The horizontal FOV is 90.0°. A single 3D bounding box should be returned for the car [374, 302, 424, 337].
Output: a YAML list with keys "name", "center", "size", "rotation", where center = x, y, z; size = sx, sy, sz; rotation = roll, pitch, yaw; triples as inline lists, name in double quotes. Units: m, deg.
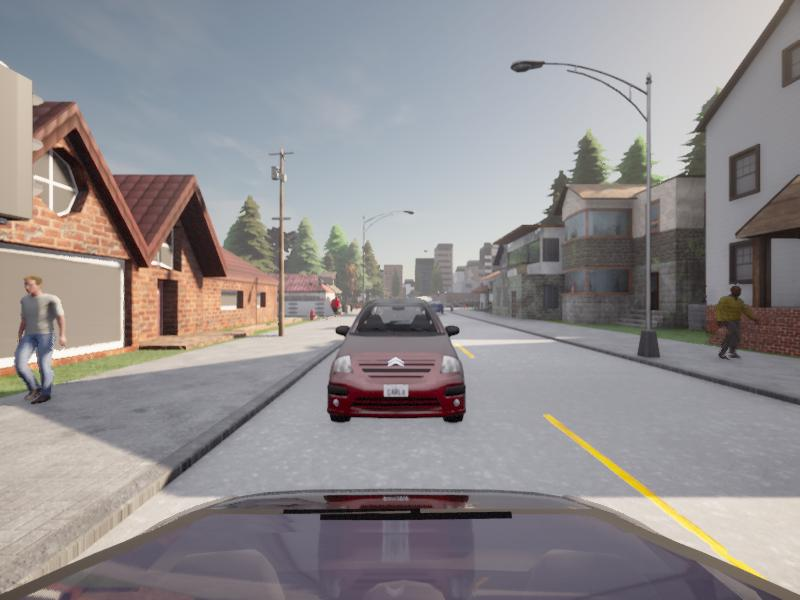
- name: "car"
  center: [-0.034, 0.845, 19.556]
  size: [2.163, 1.488, 4.792]
  rotation: [0, 0, 0]

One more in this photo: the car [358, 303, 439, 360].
- name: "car"
  center: [-0.035, 0.847, 13.090]
  size: [2.163, 1.488, 4.792]
  rotation: [0, 0, 0]

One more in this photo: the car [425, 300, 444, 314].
- name: "car"
  center: [3.975, 0.810, 46.928]
  size: [1.882, 1.535, 5.008]
  rotation: [0, 0, 0]

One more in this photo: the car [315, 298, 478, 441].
- name: "car"
  center: [-0.037, 0.786, 6.527]
  size: [1.851, 1.617, 3.988]
  rotation: [0, 0, 0]

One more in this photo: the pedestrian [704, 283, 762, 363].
- name: "pedestrian"
  center: [7.986, 0.533, 9.629]
  size: [0.751, 1.860, 0.751]
  rotation: [0, 0, -4]

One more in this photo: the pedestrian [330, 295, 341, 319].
- name: "pedestrian"
  center: [-5.043, 0.521, 31.248]
  size: [0.751, 1.860, 0.751]
  rotation: [0, 0, 2]

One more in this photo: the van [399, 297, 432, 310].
- name: "van"
  center: [3.042, 0.570, 78.091]
  size: [6.366, 2.431, 2.351]
  rotation: [0, 0, -39]

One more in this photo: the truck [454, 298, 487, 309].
- name: "truck"
  center: [14.123, 0.740, 80.220]
  size: [6.274, 2.098, 2.390]
  rotation: [0, 0, 0]

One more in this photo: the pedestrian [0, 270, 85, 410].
- name: "pedestrian"
  center: [-5.155, 0.529, 5.701]
  size: [0.751, 1.860, 0.751]
  rotation: [0, 0, 0]
